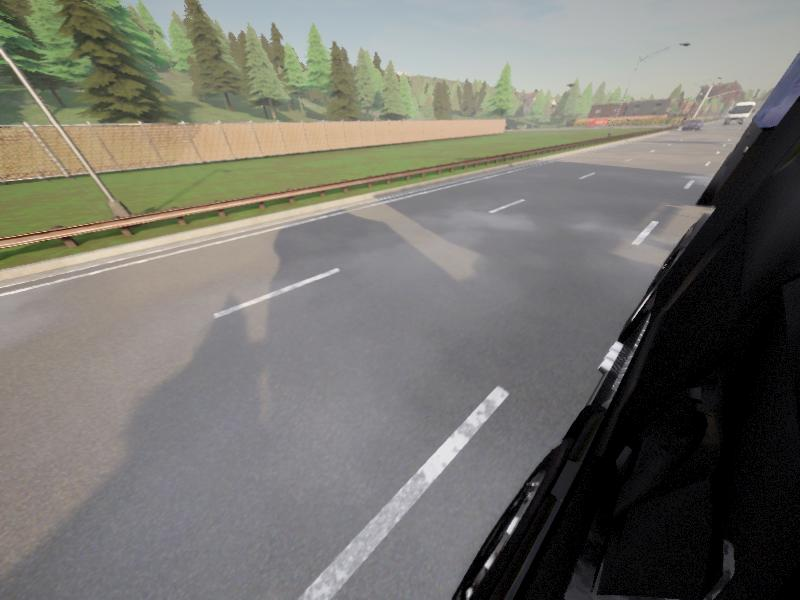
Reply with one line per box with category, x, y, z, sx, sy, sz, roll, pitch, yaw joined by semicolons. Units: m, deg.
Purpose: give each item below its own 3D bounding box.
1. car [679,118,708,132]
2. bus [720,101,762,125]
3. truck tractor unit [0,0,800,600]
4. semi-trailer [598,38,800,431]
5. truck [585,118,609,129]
car;49.945;-29.734;39.260;4.553;1.767;2.097;-28;43;-30
bus;83.733;-45.791;56.815;10.273;4.253;3.944;-27;43;-30
truck tractor unit;2.645;-0.295;0.351;6.516;4.208;3.053;-28;44;-30
semi-trailer;8.699;-3.583;4.256;14.254;4.402;2.717;-28;43;-30
truck;65.556;-58.826;77.037;2.627;2.467;5.204;-27;43;-30
